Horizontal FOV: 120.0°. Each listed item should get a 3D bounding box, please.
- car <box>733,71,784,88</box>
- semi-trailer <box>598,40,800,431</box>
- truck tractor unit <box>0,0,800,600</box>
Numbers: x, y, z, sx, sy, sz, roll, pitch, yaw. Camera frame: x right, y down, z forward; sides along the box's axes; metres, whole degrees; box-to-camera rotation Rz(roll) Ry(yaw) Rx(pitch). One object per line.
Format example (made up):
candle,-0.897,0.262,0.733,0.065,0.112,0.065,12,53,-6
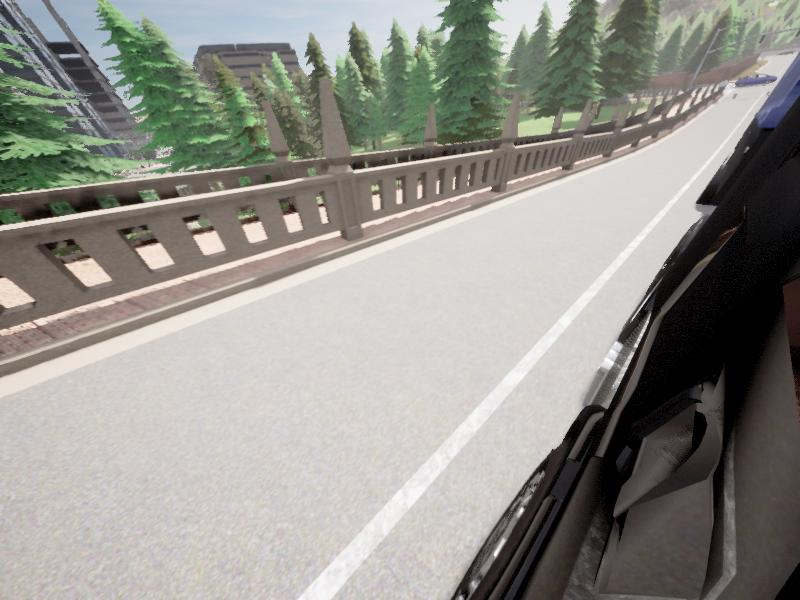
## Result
car,61.690,-38.070,39.927,4.514,1.525,2.007,26,52,34
semi-trailer,8.693,-3.612,4.229,14.254,4.402,2.717,-28,44,-30
truck tractor unit,2.645,-0.295,0.352,6.516,4.208,3.053,-28,44,-30
